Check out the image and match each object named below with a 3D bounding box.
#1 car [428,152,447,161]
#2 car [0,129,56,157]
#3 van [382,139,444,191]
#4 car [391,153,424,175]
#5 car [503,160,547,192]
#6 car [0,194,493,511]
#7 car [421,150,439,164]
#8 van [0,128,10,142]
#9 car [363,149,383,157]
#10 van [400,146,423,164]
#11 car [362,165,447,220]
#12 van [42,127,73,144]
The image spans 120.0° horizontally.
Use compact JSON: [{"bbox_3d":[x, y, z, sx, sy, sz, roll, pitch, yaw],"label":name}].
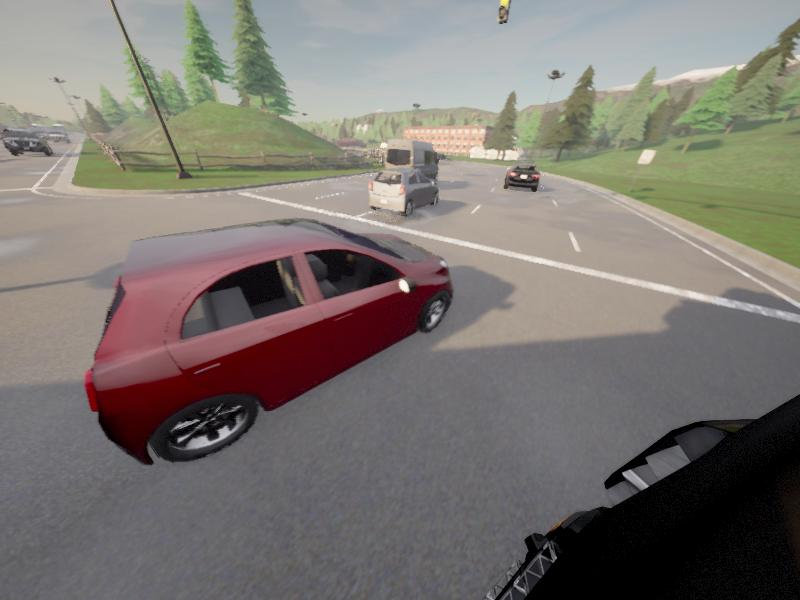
[{"bbox_3d":[9.139,-35.115,56.373,1.837,1.490,4.892,-15,38,-27],"label":"car"},{"bbox_3d":[-35.505,-14.985,22.023,5.566,2.045,2.150,28,41,33],"label":"car"},{"bbox_3d":[1.073,-9.436,16.009,1.988,2.561,5.915,16,36,19],"label":"van"},{"bbox_3d":[0.888,-14.232,24.052,1.930,1.638,5.238,13,35,14],"label":"car"},{"bbox_3d":[9.273,-9.523,17.555,2.242,1.667,4.611,14,35,15],"label":"car"},{"bbox_3d":[-0.914,-0.161,2.756,3.633,1.501,1.845,-23,42,-33],"label":"car"},{"bbox_3d":[5.241,-25.435,41.087,1.905,1.878,3.866,-5,34,-12],"label":"car"},{"bbox_3d":[-71.288,-29.050,40.576,4.442,1.987,1.775,28,41,33],"label":"van"},{"bbox_3d":[-7.001,-37.826,59.306,5.357,1.411,2.033,29,41,33],"label":"car"},{"bbox_3d":[1.898,-25.290,40.124,2.351,2.431,6.366,-3,34,-11],"label":"van"},{"bbox_3d":[0.318,-4.605,9.566,1.845,1.501,3.633,20,37,23],"label":"car"},{"bbox_3d":[-68.624,-33.035,46.395,6.366,2.431,2.351,28,41,33],"label":"van"}]
